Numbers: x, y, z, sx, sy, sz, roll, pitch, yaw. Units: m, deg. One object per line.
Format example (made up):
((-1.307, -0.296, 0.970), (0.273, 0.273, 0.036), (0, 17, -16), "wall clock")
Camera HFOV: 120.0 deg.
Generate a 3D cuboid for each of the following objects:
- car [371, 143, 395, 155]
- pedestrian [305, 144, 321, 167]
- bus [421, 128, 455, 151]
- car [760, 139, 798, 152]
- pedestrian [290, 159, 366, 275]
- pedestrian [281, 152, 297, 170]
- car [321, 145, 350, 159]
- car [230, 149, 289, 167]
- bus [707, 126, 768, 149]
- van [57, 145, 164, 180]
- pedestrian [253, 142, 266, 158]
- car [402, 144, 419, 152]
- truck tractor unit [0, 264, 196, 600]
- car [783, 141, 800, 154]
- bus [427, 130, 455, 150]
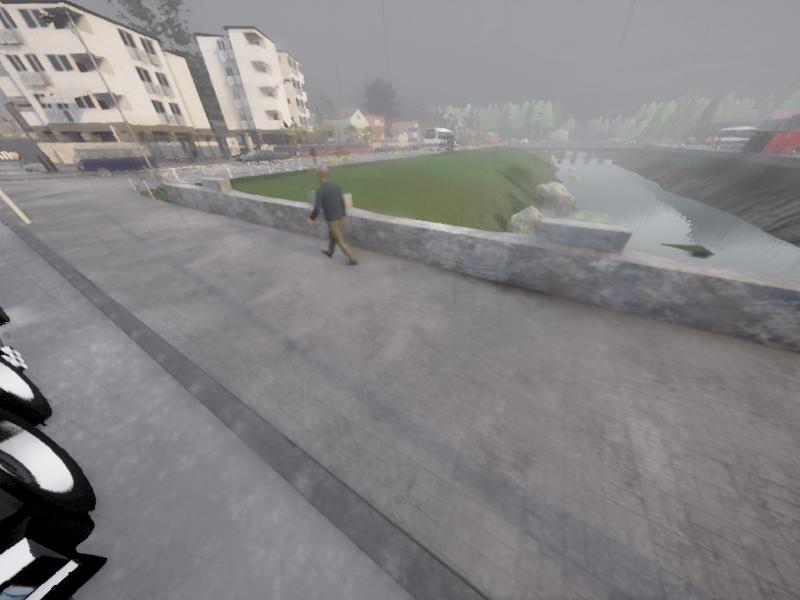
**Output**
((-3.134, -29.145, 44.474), (1.930, 1.638, 5.238), (18, 39, 24), "car")
((-8.256, -13.763, 22.001), (0.751, 1.860, 0.751), (17, 38, 23), "pedestrian")
((9.124, -37.956, 54.737), (3.944, 4.253, 10.273), (18, 39, 24), "bus")
((73.047, -29.842, 44.592), (1.905, 1.878, 3.866), (18, 39, 24), "car")
((-1.268, -1.552, 4.395), (0.751, 1.860, 0.751), (18, 39, 24), "pedestrian")
((-9.744, -12.247, 20.329), (0.751, 1.300, 0.751), (4, 35, 6), "pedestrian")
((-9.731, -22.590, 35.145), (1.851, 1.617, 3.988), (18, 39, 24), "car")
((-15.898, -16.385, 26.471), (2.033, 1.411, 5.357), (18, 39, 24), "car")
((82.292, -39.867, 56.821), (3.944, 4.253, 10.273), (18, 39, 24), "bus")
((-21.926, -10.683, 17.814), (1.775, 1.987, 4.442), (18, 39, 25), "van")
((-19.110, -20.442, 31.493), (0.751, 1.860, 0.751), (18, 39, 24), "pedestrian")
((2.381, -34.502, 52.359), (1.994, 1.385, 4.181), (18, 39, 24), "car")
((-5.113, -0.296, 0.790), (6.516, 4.208, 3.053), (18, 39, 24), "truck tractor unit")
((69.284, -25.985, 39.338), (2.242, 1.667, 4.611), (18, 39, 24), "car")
((11.519, -44.622, 64.287), (3.944, 4.253, 10.273), (18, 39, 24), "bus")
